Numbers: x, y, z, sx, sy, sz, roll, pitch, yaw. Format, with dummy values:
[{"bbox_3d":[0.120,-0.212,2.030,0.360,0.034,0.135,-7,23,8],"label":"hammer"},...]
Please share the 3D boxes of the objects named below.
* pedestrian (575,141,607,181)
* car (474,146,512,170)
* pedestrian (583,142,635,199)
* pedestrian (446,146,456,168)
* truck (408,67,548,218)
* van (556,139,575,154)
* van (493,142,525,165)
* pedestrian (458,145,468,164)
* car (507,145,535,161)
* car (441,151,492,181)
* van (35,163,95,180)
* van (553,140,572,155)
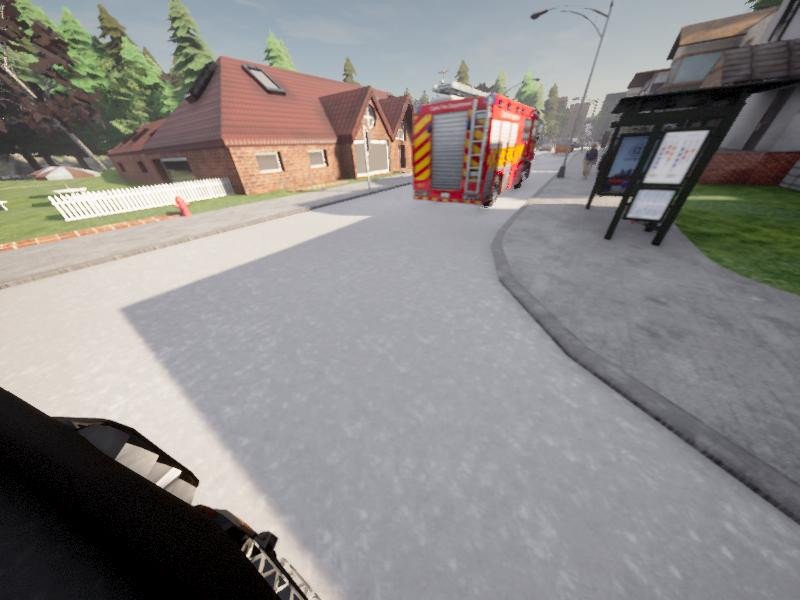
[{"bbox_3d":[10.546,-7.692,12.842,0.751,1.860,0.751,14,37,24],"label":"pedestrian"},{"bbox_3d":[9.237,-14.084,22.884,2.097,1.767,4.553,19,39,29],"label":"car"},{"bbox_3d":[8.015,-5.011,8.976,0.751,1.860,0.751,10,35,18],"label":"pedestrian"},{"bbox_3d":[5.436,-15.188,24.551,0.751,1.860,0.751,12,36,21],"label":"pedestrian"},{"bbox_3d":[3.947,-6.921,10.643,2.891,3.827,8.468,19,40,30],"label":"truck"},{"bbox_3d":[30.147,-27.955,41.982,2.069,2.038,4.480,19,39,29],"label":"van"},{"bbox_3d":[12.805,-17.220,27.119,2.069,2.038,4.480,19,39,29],"label":"van"},{"bbox_3d":[7.802,-18.047,28.683,0.751,1.860,0.751,18,39,28],"label":"pedestrian"},{"bbox_3d":[16.701,-20.353,31.881,2.242,1.667,4.611,19,39,30],"label":"car"},{"bbox_3d":[5.366,-10.653,18.197,1.801,1.575,5.366,20,40,30],"label":"car"},{"bbox_3d":[-67.356,-26.049,46.673,2.351,2.431,6.366,19,39,29],"label":"van"},{"bbox_3d":[26.777,-25.085,37.959,1.775,1.987,4.442,19,39,29],"label":"van"}]
